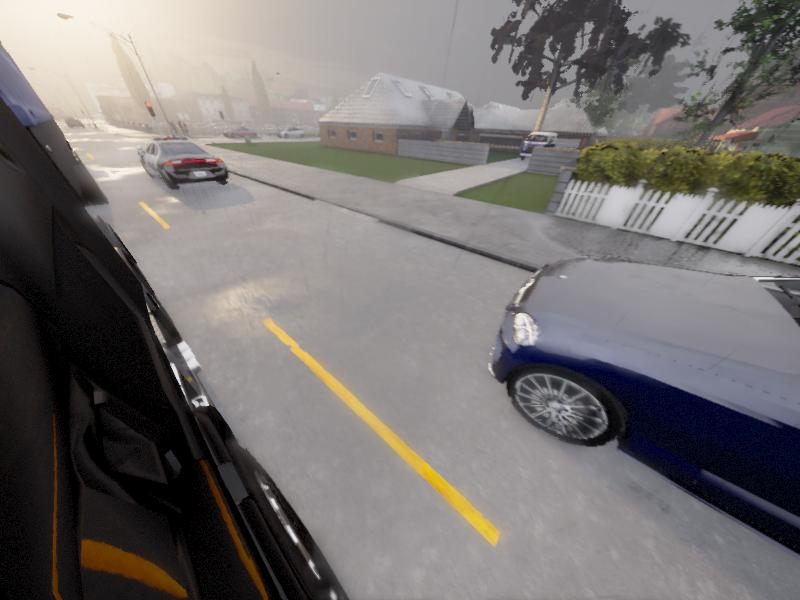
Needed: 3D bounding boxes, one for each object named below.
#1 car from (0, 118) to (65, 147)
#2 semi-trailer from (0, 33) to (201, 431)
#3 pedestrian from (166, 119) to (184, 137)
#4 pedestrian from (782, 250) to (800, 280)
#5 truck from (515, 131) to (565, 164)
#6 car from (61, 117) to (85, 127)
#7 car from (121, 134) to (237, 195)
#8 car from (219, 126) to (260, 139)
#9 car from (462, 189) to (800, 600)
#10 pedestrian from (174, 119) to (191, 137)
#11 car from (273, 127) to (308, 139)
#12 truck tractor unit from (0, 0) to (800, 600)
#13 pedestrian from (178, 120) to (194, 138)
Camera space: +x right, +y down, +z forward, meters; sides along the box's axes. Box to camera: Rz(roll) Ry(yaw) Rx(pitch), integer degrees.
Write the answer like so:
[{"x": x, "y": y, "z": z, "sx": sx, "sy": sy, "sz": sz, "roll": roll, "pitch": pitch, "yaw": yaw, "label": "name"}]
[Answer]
[{"x": -29.747, "y": -13.609, "z": 18.733, "sx": 4.611, "sy": 1.667, "sz": 2.242, "roll": 28, "pitch": 44, "yaw": 30, "label": "car"}, {"x": -8.655, "y": -3.619, "z": 4.292, "sx": 14.254, "sy": 4.402, "sz": 2.717, "roll": 29, "pitch": 44, "yaw": 30, "label": "semi-trailer"}, {"x": -29.392, "y": -22.481, "z": 30.177, "sx": 0.751, "sy": 1.860, "sz": 0.751, "roll": 6, "pitch": 37, "yaw": 5, "label": "pedestrian"}, {"x": 8.025, "y": -1.134, "z": 3.828, "sx": 0.751, "sy": 1.860, "sz": 0.751, "roll": 28, "pitch": 44, "yaw": 30, "label": "pedestrian"}, {"x": 11.895, "y": -12.977, "z": 19.567, "sx": 2.069, "sy": 2.038, "sz": 4.478, "roll": 28, "pitch": 44, "yaw": 30, "label": "truck"}, {"x": -64.706, "y": -35.215, "z": 45.710, "sx": 4.974, "sy": 1.542, "sz": 2.038, "roll": 28, "pitch": 44, "yaw": 30, "label": "car"}, {"x": -9.149, "y": -5.767, "z": 9.539, "sx": 4.974, "sy": 1.542, "sz": 2.038, "roll": 28, "pitch": 44, "yaw": 30, "label": "car"}, {"x": -23.200, "y": -24.259, "z": 33.541, "sx": 1.994, "sy": 1.385, "sz": 4.181, "roll": 27, "pitch": 44, "yaw": 29, "label": "car"}, {"x": 3.304, "y": 0.806, "z": 1.394, "sx": 5.027, "sy": 1.651, "sz": 2.152, "roll": 28, "pitch": 44, "yaw": 30, "label": "car"}, {"x": -29.046, "y": -22.986, "z": 30.869, "sx": 0.751, "sy": 1.860, "sz": 0.751, "roll": 25, "pitch": 42, "yaw": 27, "label": "pedestrian"}, {"x": -18.122, "y": -27.815, "z": 38.431, "sx": 2.007, "sy": 1.525, "sz": 4.514, "roll": 28, "pitch": 44, "yaw": 30, "label": "car"}, {"x": -2.645, "y": -0.295, "z": 0.351, "sx": 6.516, "sy": 4.208, "sz": 3.053, "roll": 28, "pitch": 44, "yaw": 30, "label": "truck tractor unit"}, {"x": -28.149, "y": -22.465, "z": 30.427, "sx": 0.751, "sy": 1.860, "sz": 0.751, "roll": 22, "pitch": 41, "yaw": 25, "label": "pedestrian"}]
